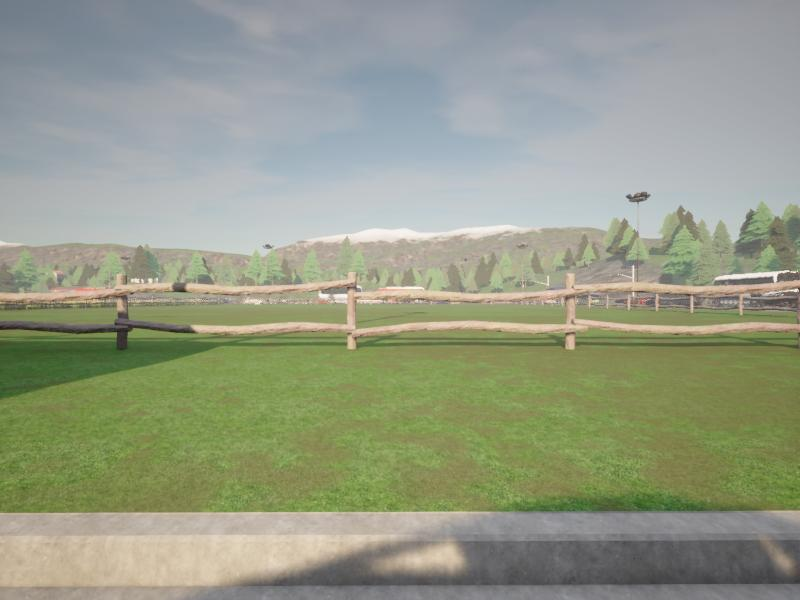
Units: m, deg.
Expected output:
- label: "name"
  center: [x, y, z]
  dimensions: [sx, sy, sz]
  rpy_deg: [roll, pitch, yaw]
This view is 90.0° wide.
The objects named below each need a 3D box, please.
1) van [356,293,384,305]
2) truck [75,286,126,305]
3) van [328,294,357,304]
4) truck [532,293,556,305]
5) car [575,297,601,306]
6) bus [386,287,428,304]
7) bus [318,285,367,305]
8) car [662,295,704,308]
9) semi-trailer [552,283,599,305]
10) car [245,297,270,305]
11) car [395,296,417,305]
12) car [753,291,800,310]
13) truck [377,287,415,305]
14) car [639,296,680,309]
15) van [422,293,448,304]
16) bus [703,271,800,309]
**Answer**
- label: "van"
  center: [-6.367, -0.277, 84.962]
  dimensions: [5.915, 2.561, 1.988]
  rpy_deg: [0, 0, -1]
- label: "truck"
  center: [-63.103, -0.925, 84.385]
  dimensions: [8.468, 3.827, 2.891]
  rpy_deg: [0, 0, -1]
- label: "van"
  center: [-13.197, -0.222, 91.895]
  dimensions: [6.366, 2.431, 2.351]
  rpy_deg: [0, 0, -1]
- label: "truck"
  center: [29.251, -0.238, 81.580]
  dimensions: [2.627, 2.467, 5.204]
  rpy_deg: [0, 0, -4]
- label: "car"
  center: [29.852, 0.228, 63.744]
  dimensions: [2.007, 1.525, 4.514]
  rpy_deg: [0, 0, 0]
- label: "bus"
  center: [1.668, -1.134, 99.170]
  dimensions: [10.273, 4.253, 3.944]
  rpy_deg: [0, 0, -1]
- label: "bus"
  center: [-12.584, -1.134, 88.525]
  dimensions: [10.273, 4.253, 3.944]
  rpy_deg: [0, 0, -1]
- label: "car"
  center: [36.840, 0.156, 52.172]
  dimensions: [2.242, 1.667, 4.611]
  rpy_deg: [0, 0, 0]
- label: "semi-trailer"
  center: [38.818, -1.217, 89.293]
  dimensions: [2.717, 4.402, 14.254]
  rpy_deg: [0, 0, -7]
- label: "car"
  center: [-30.117, 0.156, 84.726]
  dimensions: [4.611, 1.667, 2.242]
  rpy_deg: [0, 0, -1]
- label: "car"
  center: [1.316, 0.052, 85.044]
  dimensions: [4.605, 1.855, 1.932]
  rpy_deg: [0, 0, -1]
- label: "car"
  center: [40.326, 0.046, 42.681]
  dimensions: [1.905, 1.878, 3.866]
  rpy_deg: [0, 0, 0]
- label: "truck"
  center: [-0.890, -0.921, 88.518]
  dimensions: [8.468, 3.827, 2.891]
  rpy_deg: [0, 0, -1]
- label: "car"
  center: [29.832, 0.306, 46.170]
  dimensions: [1.994, 1.385, 4.181]
  rpy_deg: [0, 0, 0]
- label: "van"
  center: [8.074, -0.278, 92.113]
  dimensions: [5.915, 2.561, 1.988]
  rpy_deg: [0, 0, 0]
- label: "bus"
  center: [43.717, -1.135, 49.936]
  dimensions: [3.944, 4.253, 10.273]
  rpy_deg: [0, 0, 0]
